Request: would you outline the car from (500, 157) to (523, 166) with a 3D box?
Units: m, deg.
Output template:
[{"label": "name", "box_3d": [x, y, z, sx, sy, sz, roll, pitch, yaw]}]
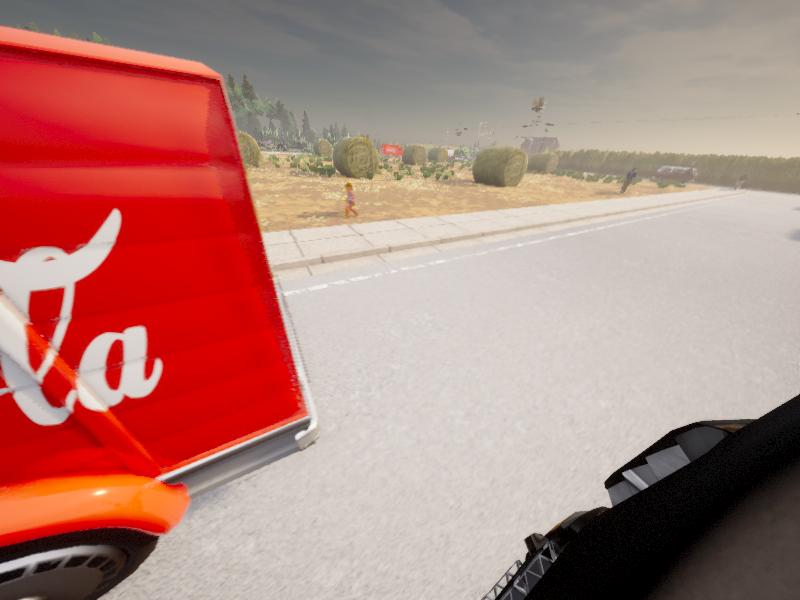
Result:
[{"label": "car", "box_3d": [28.307, -35.363, 58.896, 2.038, 1.542, 4.974, -14, 37, -25]}]

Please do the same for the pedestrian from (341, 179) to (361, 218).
[{"label": "pedestrian", "box_3d": [-1.624, -3.365, 7.673, 0.500, 1.100, 0.500, -9, 35, -18]}]

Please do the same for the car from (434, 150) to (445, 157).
[{"label": "car", "box_3d": [13.253, -49.259, 77.650, 1.789, 1.549, 3.705, -11, 39, -21]}]

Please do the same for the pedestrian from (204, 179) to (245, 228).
[{"label": "pedestrian", "box_3d": [-4.688, -2.595, 6.215, 0.500, 1.100, 0.500, -25, 43, -36]}]

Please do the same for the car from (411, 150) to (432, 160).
[{"label": "car", "box_3d": [5.372, -35.616, 56.764, 4.553, 1.767, 2.097, -13, 37, -23]}]

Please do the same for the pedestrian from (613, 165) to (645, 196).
[{"label": "pedestrian", "box_3d": [16.448, -8.596, 16.630, 0.751, 1.860, 0.751, -16, 38, -27]}]

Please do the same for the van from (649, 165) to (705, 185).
[{"label": "van", "box_3d": [40.830, -18.541, 34.217, 2.069, 2.038, 4.480, -15, 38, -26]}]

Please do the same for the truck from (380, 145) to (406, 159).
[{"label": "truck", "box_3d": [-1.599, -34.301, 53.488, 5.204, 2.467, 2.627, -13, 37, -23]}]

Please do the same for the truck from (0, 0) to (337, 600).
[{"label": "truck", "box_3d": [-3.339, 0.371, 0.936, 5.204, 2.467, 2.627, -15, 38, -26]}]

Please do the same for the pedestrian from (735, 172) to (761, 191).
[{"label": "pedestrian", "box_3d": [38.782, -13.212, 25.759, 0.751, 1.860, 0.751, -15, 38, -26]}]

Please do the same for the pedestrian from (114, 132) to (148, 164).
[{"label": "pedestrian", "box_3d": [-19.859, -11.229, 17.105, 0.751, 1.860, 0.751, 11, 34, 12]}]

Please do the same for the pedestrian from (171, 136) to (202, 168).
[{"label": "pedestrian", "box_3d": [-15.270, -10.571, 16.554, 0.751, 1.860, 0.751, 7, 34, 5]}]

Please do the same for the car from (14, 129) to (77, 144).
[{"label": "car", "box_3d": [-52.641, -24.393, 34.456, 4.514, 1.525, 2.007, -13, 37, -23]}]

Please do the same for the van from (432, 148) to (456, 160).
[{"label": "van", "box_3d": [11.856, -39.619, 62.755, 5.915, 2.561, 1.988, -12, 36, -21]}]

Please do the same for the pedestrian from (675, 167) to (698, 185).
[{"label": "pedestrian", "box_3d": [36.226, -15.660, 29.212, 0.751, 1.860, 0.751, -4, 34, -11]}]

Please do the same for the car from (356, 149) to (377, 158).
[{"label": "car", "box_3d": [-7.397, -32.565, 51.213, 4.193, 1.474, 1.816, -13, 37, -23]}]

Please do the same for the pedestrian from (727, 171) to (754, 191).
[{"label": "pedestrian", "box_3d": [37.312, -13.015, 25.321, 0.751, 1.860, 0.751, -14, 38, -25]}]
